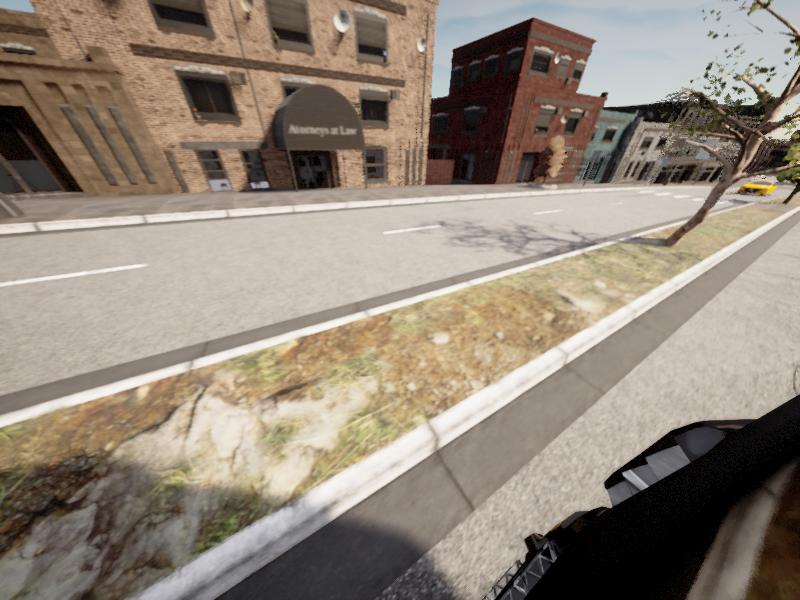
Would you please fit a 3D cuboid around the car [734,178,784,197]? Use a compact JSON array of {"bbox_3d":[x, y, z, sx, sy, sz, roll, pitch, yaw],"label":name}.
[{"bbox_3d":[38.794,-12.142,24.972,5.008,1.535,1.882,-13,37,-26],"label":"car"}]
